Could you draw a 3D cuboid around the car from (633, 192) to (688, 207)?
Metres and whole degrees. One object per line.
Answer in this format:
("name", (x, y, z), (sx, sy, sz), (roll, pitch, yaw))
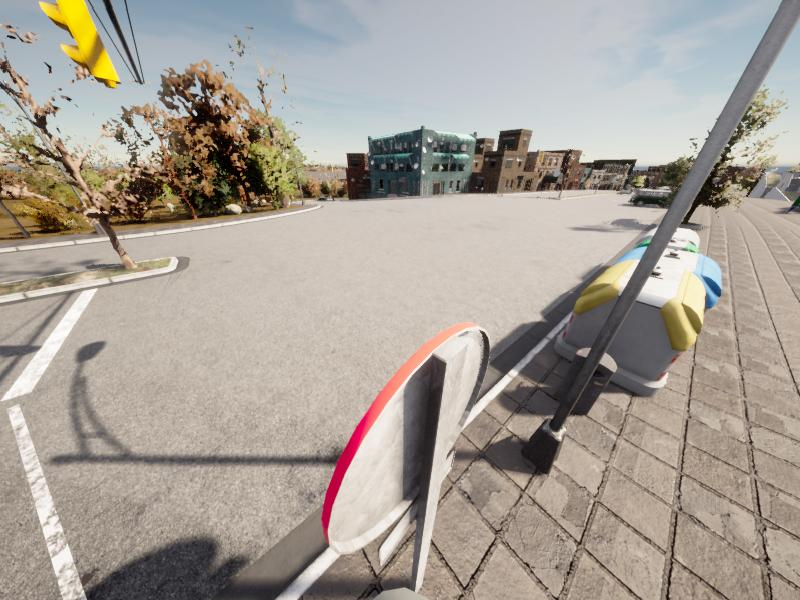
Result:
("car", (36.754, -14.328, 32.812), (4.674, 1.452, 2.002), (17, 33, 25))

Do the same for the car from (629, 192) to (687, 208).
("car", (34.472, -13.468, 31.109), (4.674, 1.452, 2.002), (17, 32, 25))

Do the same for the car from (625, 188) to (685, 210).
("car", (32.099, -12.864, 29.311), (4.442, 1.987, 1.878), (17, 33, 25))
